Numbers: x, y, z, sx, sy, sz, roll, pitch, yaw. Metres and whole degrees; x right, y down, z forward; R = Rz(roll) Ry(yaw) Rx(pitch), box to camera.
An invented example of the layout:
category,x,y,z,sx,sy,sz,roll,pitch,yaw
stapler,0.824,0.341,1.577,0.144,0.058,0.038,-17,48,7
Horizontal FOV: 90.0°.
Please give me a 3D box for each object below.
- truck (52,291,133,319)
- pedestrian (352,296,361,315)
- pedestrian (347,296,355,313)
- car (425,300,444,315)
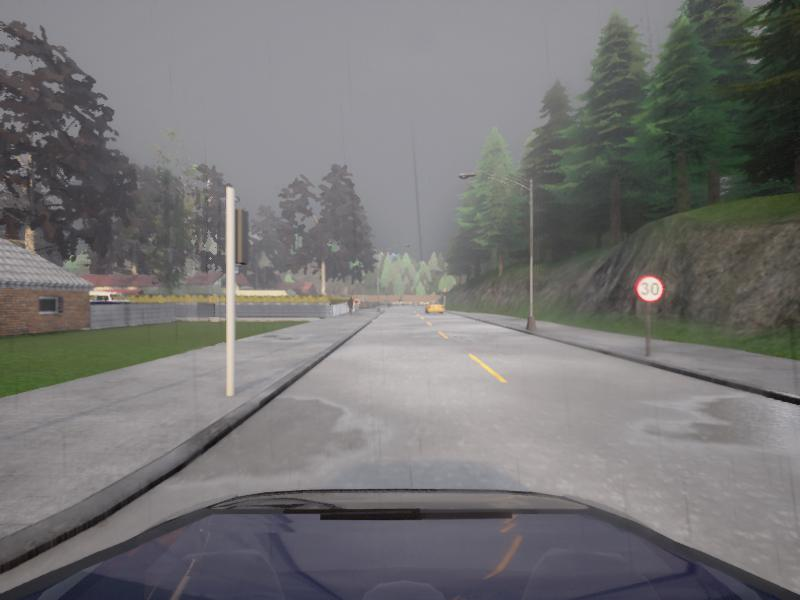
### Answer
category,x,y,z,sx,sy,sz,roll,pitch,yaw
truck,-22.994,0.385,30.042,4.478,2.038,2.069,0,0,0
pedestrian,-4.207,0.540,38.701,0.751,1.860,0.751,0,0,-1
pedestrian,-5.426,0.541,44.184,0.751,1.860,0.751,0,0,-1
car,3.976,0.810,46.598,1.801,1.575,5.366,0,0,0
